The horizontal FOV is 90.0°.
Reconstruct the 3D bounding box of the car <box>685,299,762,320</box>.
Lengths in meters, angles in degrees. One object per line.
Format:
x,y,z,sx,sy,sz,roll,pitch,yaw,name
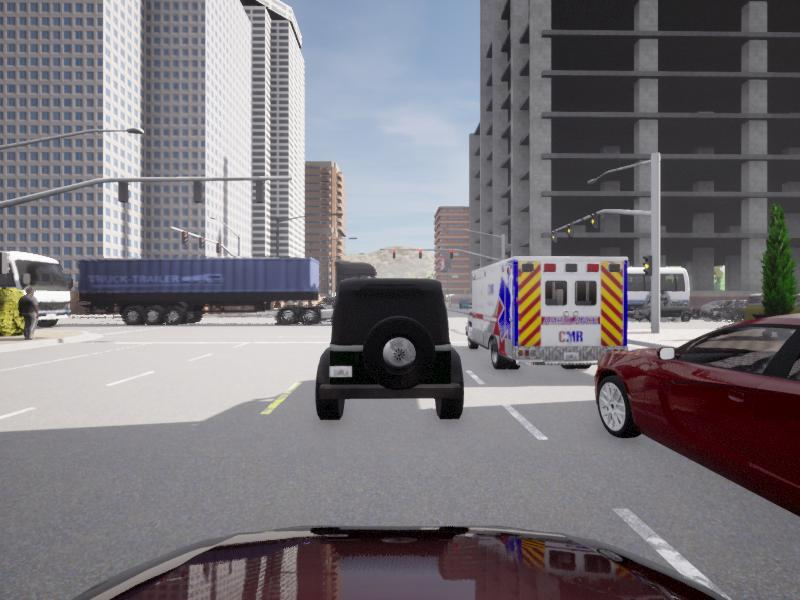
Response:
26.870,0.756,33.351,4.611,1.667,2.242,0,0,-1,car

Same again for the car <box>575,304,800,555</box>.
3.422,0.823,3.069,1.882,1.535,5.008,0,0,-1,car

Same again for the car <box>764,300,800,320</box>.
33.950,0.801,33.484,5.366,1.575,1.801,0,0,-1,car

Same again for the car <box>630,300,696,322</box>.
19.451,0.815,29.711,3.705,1.549,1.789,0,0,-1,car

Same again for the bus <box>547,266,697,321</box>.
18.010,-0.535,33.064,10.273,4.253,3.944,0,0,-1,bus

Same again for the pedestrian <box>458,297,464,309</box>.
9.835,0.485,64.418,0.751,1.860,0.751,0,0,2,pedestrian

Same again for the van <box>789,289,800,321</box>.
33.479,0.378,29.976,6.366,2.431,2.351,0,0,-1,van

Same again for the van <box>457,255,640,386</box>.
3.229,0.378,10.624,2.351,2.431,6.366,0,0,-2,van

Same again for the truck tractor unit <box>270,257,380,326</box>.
-4.589,-0.524,25.759,6.516,4.208,3.053,0,0,-1,truck tractor unit

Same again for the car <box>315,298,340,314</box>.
-8.316,0.652,46.420,1.932,1.855,4.605,0,0,1,car

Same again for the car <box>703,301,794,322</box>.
25.877,0.836,29.830,4.902,1.511,2.128,0,0,-1,car

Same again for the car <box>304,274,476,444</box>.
-0.157,0.646,6.375,1.905,1.878,3.866,0,0,-2,car

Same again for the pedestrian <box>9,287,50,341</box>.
-13.168,0.485,14.233,0.751,1.860,0.751,0,0,11,pedestrian

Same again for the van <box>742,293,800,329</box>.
22.416,0.598,22.766,4.442,1.987,1.775,0,0,-1,van

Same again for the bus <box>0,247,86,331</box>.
-24.037,-0.532,22.015,10.273,4.253,3.944,0,0,-1,bus

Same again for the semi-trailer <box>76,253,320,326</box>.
-12.503,-0.619,25.653,14.254,4.402,2.717,0,0,-1,semi-trailer
